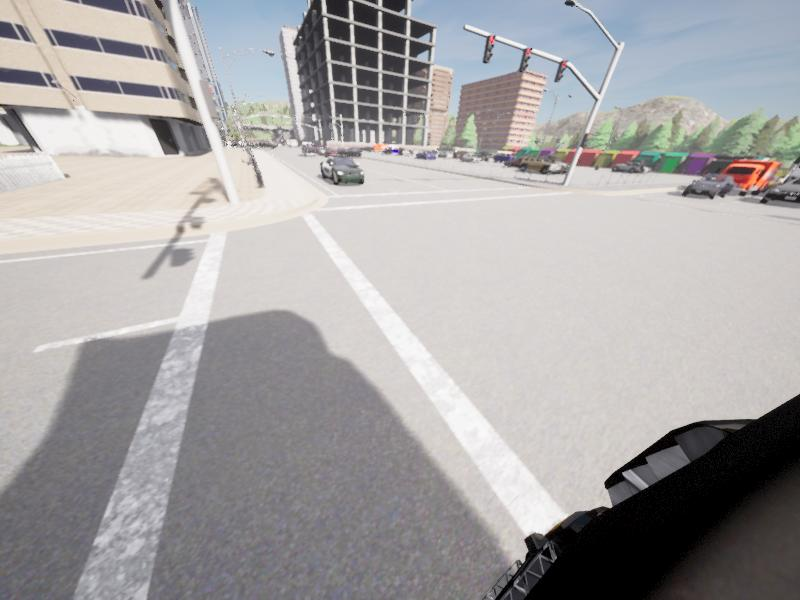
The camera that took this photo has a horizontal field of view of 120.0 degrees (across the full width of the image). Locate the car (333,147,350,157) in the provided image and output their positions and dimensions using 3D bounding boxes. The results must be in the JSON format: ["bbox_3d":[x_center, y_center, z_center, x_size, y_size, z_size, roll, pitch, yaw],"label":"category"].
[{"bbox_3d":[-11.390,-28.847,45.039,1.812,1.442,4.674,-15,38,-25],"label":"car"}]

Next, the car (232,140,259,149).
[{"bbox_3d":[-37.372,-37.735,56.111,4.974,1.542,2.038,-21,40,-31],"label":"car"}]

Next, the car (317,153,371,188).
[{"bbox_3d":[-3.845,-8.695,15.306,2.038,1.542,4.974,-14,37,-24],"label":"car"}]

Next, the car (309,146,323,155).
[{"bbox_3d":[-17.648,-31.400,48.381,1.812,1.442,4.674,-15,38,-25],"label":"car"}]

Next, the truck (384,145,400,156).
[{"bbox_3d":[-1.964,-35.719,55.249,2.069,2.038,4.478,-15,38,-25],"label":"truck"}]

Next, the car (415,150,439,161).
[{"bbox_3d":[5.168,-27.901,44.551,2.242,1.667,4.611,-15,38,-25],"label":"car"}]

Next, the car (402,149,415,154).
[{"bbox_3d":[2.978,-50.803,79.068,3.806,1.475,1.970,-15,38,-25],"label":"car"}]

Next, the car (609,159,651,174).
[{"bbox_3d":[36.313,-21.193,36.622,1.905,1.878,3.866,-15,38,-25],"label":"car"}]

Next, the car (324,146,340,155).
[{"bbox_3d":[-14.850,-32.491,50.283,2.033,1.411,5.357,-15,38,-25],"label":"car"}]

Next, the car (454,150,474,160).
[{"bbox_3d":[15.974,-36.369,57.802,1.932,1.855,4.605,-15,38,-25],"label":"car"}]

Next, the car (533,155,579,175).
[{"bbox_3d":[19.071,-16.638,28.434,1.905,1.878,3.866,-15,38,-25],"label":"car"}]

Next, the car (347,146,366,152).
[{"bbox_3d":[-13.917,-48.534,74.243,5.357,1.411,2.033,-15,38,-25],"label":"car"}]

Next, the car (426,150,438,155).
[{"bbox_3d":[11.955,-55.458,86.674,4.193,1.474,1.816,-15,38,-25],"label":"car"}]

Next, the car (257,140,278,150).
[{"bbox_3d":[-31.752,-37.139,55.404,3.866,1.878,1.905,-16,38,-25],"label":"car"}]

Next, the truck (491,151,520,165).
[{"bbox_3d":[20.797,-28.193,45.737,2.069,2.038,4.478,-15,38,-25],"label":"truck"}]

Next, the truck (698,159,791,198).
[{"bbox_3d":[28.644,-10.214,19.283,5.204,2.467,2.627,-14,37,-24],"label":"truck"}]

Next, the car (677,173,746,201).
[{"bbox_3d":[22.598,-8.305,16.792,3.633,1.501,1.845,-14,37,-24],"label":"car"}]

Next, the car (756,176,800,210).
[{"bbox_3d":[26.792,-7.228,15.422,5.027,1.651,2.152,-15,38,-25],"label":"car"}]

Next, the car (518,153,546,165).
[{"bbox_3d":[27.993,-30.043,49.248,1.932,1.855,4.605,-15,38,-25],"label":"car"}]

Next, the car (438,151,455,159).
[{"bbox_3d":[11.080,-34.853,55.580,1.970,1.475,3.806,-15,38,-25],"label":"car"}]

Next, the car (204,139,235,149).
[{"bbox_3d":[-40.008,-34.764,51.399,5.238,1.638,1.930,-16,38,-25],"label":"car"}]

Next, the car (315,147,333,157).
[{"bbox_3d":[-14.322,-27.824,43.408,1.895,1.301,4.718,-15,38,-25],"label":"car"}]

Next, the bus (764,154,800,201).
[{"bbox_3d":[35.674,-10.420,18.536,10.273,4.253,3.944,-14,37,-23],"label":"bus"}]

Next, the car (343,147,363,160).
[{"bbox_3d":[-8.295,-25.620,40.354,1.882,1.535,5.008,-15,38,-25],"label":"car"}]

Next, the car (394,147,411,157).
[{"bbox_3d":[0.545,-36.345,56.556,1.932,1.855,4.605,-15,38,-25],"label":"car"}]

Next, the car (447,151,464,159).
[{"bbox_3d":[13.628,-35.549,56.766,1.784,1.438,3.905,-15,38,-25],"label":"car"}]

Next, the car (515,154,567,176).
[{"bbox_3d":[16.500,-15.999,27.267,1.932,1.855,4.605,-15,38,-25],"label":"car"}]

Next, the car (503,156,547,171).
[{"bbox_3d":[18.398,-20.327,34.338,2.033,1.415,5.357,-15,38,-25],"label":"car"}]

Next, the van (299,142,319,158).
[{"bbox_3d":[-15.118,-24.925,38.327,2.069,2.038,4.480,-15,37,-25],"label":"van"}]

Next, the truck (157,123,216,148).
[{"bbox_3d":[-46.569,-36.105,50.920,8.468,3.827,2.891,-15,38,-25],"label":"truck"}]

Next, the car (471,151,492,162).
[{"bbox_3d":[17.762,-31.333,50.388,1.905,1.878,3.866,-15,38,-25],"label":"car"}]

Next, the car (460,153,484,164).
[{"bbox_3d":[13.163,-25.890,42.289,1.970,1.475,3.806,-15,38,-25],"label":"car"}]

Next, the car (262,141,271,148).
[{"bbox_3d":[-42.959,-50.132,74.331,2.033,1.649,4.856,-15,38,-25],"label":"car"}]

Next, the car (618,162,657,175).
[{"bbox_3d":[38.855,-21.658,37.951,1.970,1.475,3.806,-15,38,-25],"label":"car"}]

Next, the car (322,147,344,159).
[{"bbox_3d":[-11.280,-24.687,38.770,2.163,1.488,4.792,-15,38,-25],"label":"car"}]

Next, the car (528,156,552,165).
[{"bbox_3d":[30.562,-30.505,50.523,1.784,1.438,3.905,-15,38,-25],"label":"car"}]

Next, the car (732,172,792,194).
[{"bbox_3d":[35.259,-11.473,22.495,5.366,1.575,1.801,-14,37,-23],"label":"car"}]

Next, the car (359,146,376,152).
[{"bbox_3d":[-10.261,-47.411,72.599,4.892,1.490,1.837,-15,38,-25],"label":"car"}]

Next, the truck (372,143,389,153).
[{"bbox_3d":[-6.496,-50.921,77.526,5.204,2.467,2.627,-15,38,-25],"label":"truck"}]
